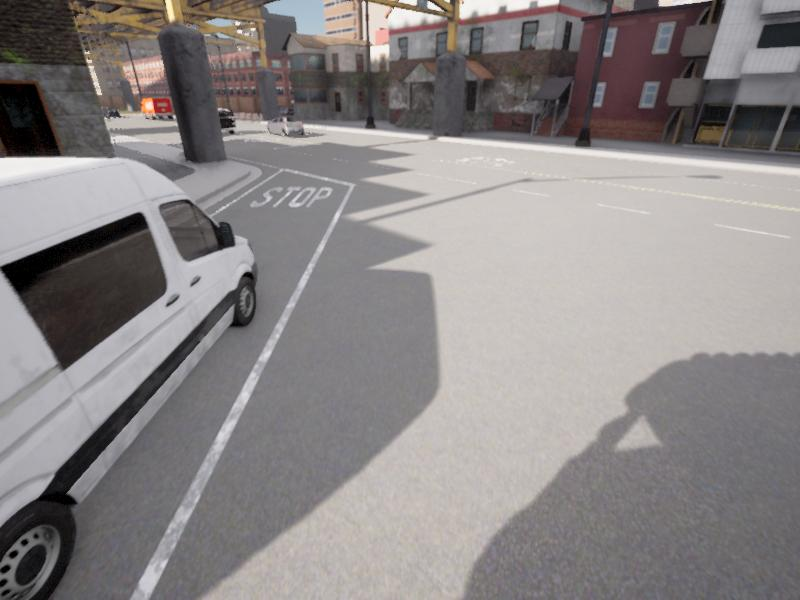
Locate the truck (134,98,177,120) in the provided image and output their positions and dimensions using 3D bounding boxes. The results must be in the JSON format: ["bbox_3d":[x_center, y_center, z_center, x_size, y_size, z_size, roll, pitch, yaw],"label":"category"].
[{"bbox_3d":[-31.733,-24.784,51.963,5.204,2.467,2.627,20,33,37],"label":"truck"}]

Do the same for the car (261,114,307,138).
[{"bbox_3d":[-9.387,-14.126,32.367,1.845,1.501,3.633,-23,35,-38],"label":"car"}]

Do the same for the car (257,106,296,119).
[{"bbox_3d":[-16.814,-25.638,54.645,4.974,1.542,2.038,-7,28,-13],"label":"car"}]

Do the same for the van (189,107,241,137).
[{"bbox_3d":[-15.440,-14.951,33.406,2.069,2.038,4.480,-24,36,-39],"label":"van"}]

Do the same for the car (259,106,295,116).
[{"bbox_3d":[-16.763,-25.785,54.585,4.536,1.218,1.853,-7,28,-13],"label":"car"}]

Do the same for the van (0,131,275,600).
[{"bbox_3d":[-3.254,0.072,3.700,1.988,2.561,5.915,1,27,2],"label":"van"}]
